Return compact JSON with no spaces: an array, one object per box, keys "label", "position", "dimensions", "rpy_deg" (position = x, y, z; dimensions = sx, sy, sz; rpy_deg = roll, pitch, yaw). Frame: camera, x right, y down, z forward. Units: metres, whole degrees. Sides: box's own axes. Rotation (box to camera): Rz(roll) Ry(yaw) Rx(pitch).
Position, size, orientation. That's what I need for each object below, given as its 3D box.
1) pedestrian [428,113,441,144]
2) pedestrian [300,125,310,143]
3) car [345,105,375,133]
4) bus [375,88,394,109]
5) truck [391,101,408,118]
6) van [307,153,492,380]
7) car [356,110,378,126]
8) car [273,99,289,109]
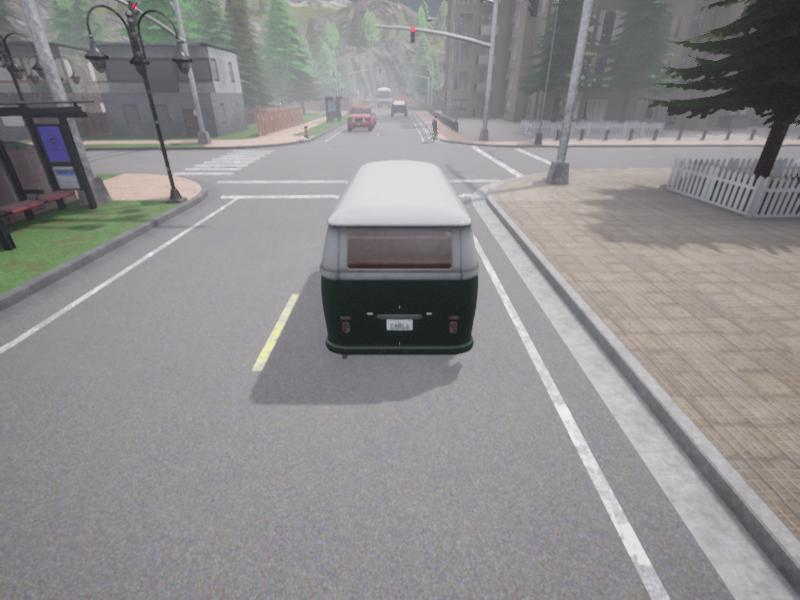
[{"label":"pedestrian","position":[2.312,-11.568,26.943],"dimensions":[0.751,1.860,0.751],"rpy_deg":[5,28,10]},{"label":"pedestrian","position":[-6.446,-11.297,27.246],"dimensions":[0.500,1.100,0.500],"rpy_deg":[-4,27,-7]},{"label":"car","position":[-3.578,-16.774,36.893],"dimensions":[2.150,2.045,5.566],"rpy_deg":[0,27,0]},{"label":"bus","position":[-3.592,-48.146,95.357],"dimensions":[3.944,4.253,10.273],"rpy_deg":[0,27,0]},{"label":"truck","position":[-0.130,-28.109,58.830],"dimensions":[2.390,2.098,6.274],"rpy_deg":[0,27,0]},{"label":"van","position":[-0.010,-0.951,6.259],"dimensions":[1.775,1.987,4.442],"rpy_deg":[0,27,0]},{"label":"car","position":[-3.596,-20.136,44.156],"dimensions":[1.994,1.385,4.181],"rpy_deg":[0,27,0]},{"label":"car","position":[-25.208,-41.575,84.869],"dimensions":[1.932,1.855,4.605],"rpy_deg":[-1,27,-1]}]
